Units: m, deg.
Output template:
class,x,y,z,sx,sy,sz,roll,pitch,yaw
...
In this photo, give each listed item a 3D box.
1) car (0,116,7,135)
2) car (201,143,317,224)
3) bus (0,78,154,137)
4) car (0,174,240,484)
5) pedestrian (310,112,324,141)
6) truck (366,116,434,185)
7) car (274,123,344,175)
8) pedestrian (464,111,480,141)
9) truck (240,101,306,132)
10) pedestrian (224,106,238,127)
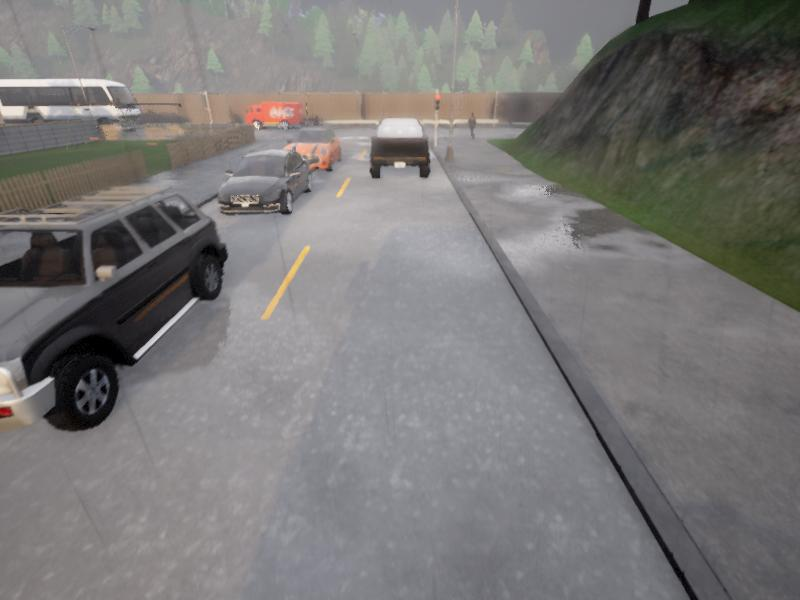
class,x,y,z,sx,sy,sz,roll,pitch,yaw
car,-37.322,-15.150,34.748,4.193,1.474,1.816,0,27,0
car,-4.001,-3.788,12.395,1.837,1.490,4.892,0,27,0
bus,-27.818,-16.465,34.209,10.273,4.253,3.944,0,27,0
car,-3.999,-0.264,5.119,1.932,1.855,4.605,0,27,0
pedestrian,-6.090,-12.731,29.363,0.751,1.860,0.751,0,27,0
truck,-0.002,-6.738,17.450,2.390,2.098,6.274,0,27,0
car,-3.985,-7.079,18.472,2.097,1.767,4.553,0,27,0
pedestrian,5.056,-12.231,28.070,0.751,1.860,0.751,-6,28,-12
truck,-11.922,-17.474,38.057,5.204,2.467,2.627,1,27,0
pedestrian,-17.445,-18.949,41.312,0.751,1.860,0.751,9,29,17
